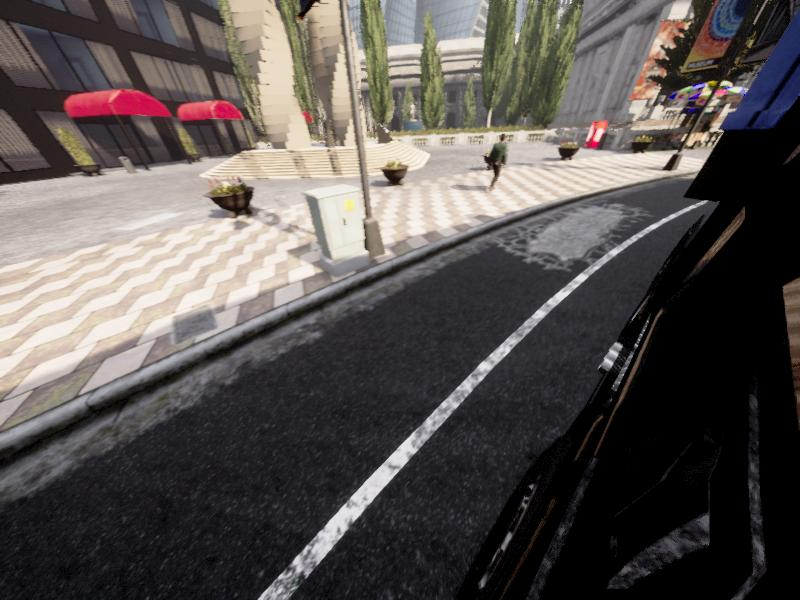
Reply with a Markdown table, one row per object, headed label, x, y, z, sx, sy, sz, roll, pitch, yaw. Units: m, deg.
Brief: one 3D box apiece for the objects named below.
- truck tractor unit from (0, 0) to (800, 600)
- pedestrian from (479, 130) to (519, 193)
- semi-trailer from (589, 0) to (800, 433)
| label | x | y | z | sx | sy | sz | roll | pitch | yaw |
| --- | --- | --- | --- | --- | --- | --- | --- | --- | --- |
| truck tractor unit | 2.645 | -0.295 | 0.351 | 6.516 | 4.208 | 3.053 | -28 | 44 | -30 |
| pedestrian | 3.560 | -5.008 | 8.420 | 0.751 | 1.860 | 0.751 | -29 | 44 | -32 |
| semi-trailer | 9.347 | -3.042 | 3.485 | 14.254 | 4.402 | 2.717 | -20 | 39 | -22 |
